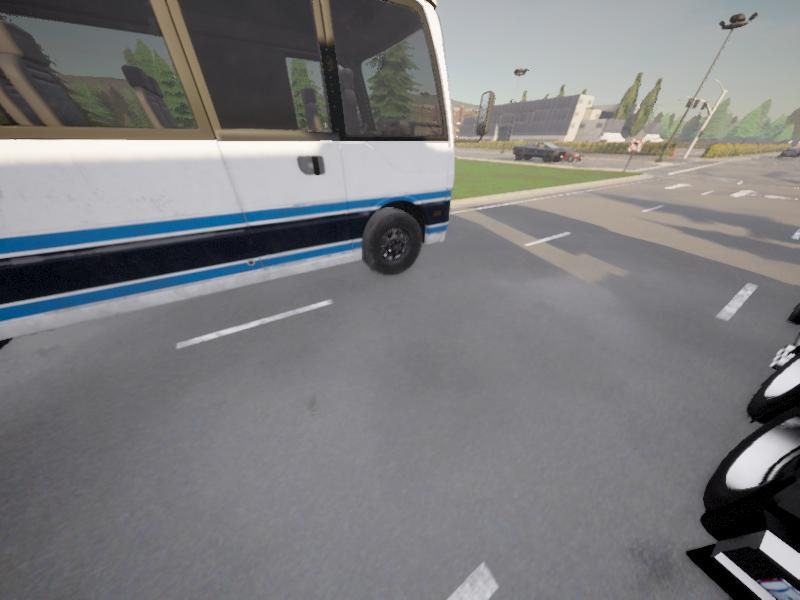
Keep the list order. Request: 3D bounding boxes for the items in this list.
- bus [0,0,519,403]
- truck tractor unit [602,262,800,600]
[{"bbox_3d":[-3.892,-2.061,3.217,10.273,4.253,3.944,-18,39,-25],"label":"bus"},{"bbox_3d":[5.114,-0.294,0.795,6.516,4.208,3.053,-18,39,-24],"label":"truck tractor unit"}]
